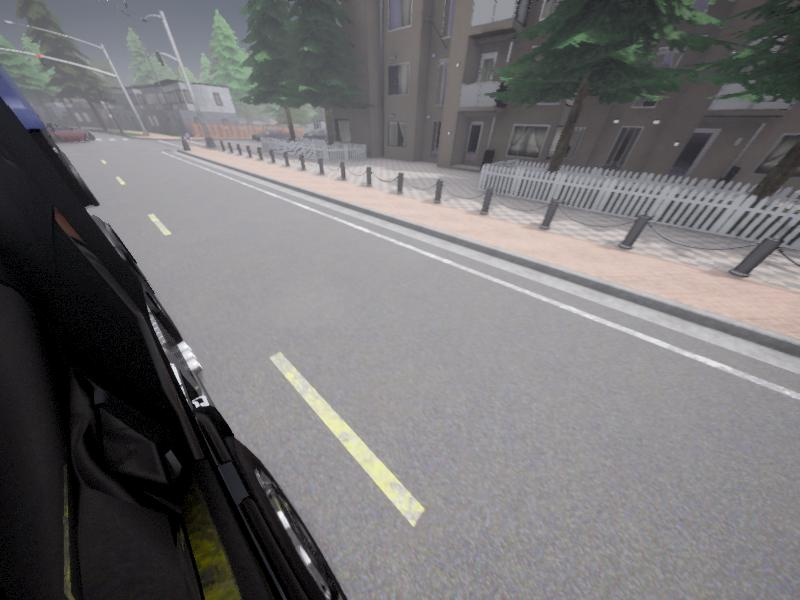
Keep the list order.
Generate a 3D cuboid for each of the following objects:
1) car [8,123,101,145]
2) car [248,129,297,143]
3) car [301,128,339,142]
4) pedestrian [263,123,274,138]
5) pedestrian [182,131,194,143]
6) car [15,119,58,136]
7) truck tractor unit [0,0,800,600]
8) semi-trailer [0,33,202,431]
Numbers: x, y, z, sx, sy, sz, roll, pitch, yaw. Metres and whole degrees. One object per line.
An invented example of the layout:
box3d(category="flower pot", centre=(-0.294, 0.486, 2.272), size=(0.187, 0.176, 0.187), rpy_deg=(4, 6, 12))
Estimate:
box3d(category="car", centre=(-30.354, -14.804, 20.561), size=(1.994, 1.385, 4.181), rpy_deg=(2, 37, -2))
box3d(category="car", centre=(-17.382, -22.576, 31.766), size=(2.033, 1.411, 5.357), rpy_deg=(30, 45, 32))
box3d(category="car", centre=(-12.435, -25.707, 36.076), size=(2.152, 1.651, 5.027), rpy_deg=(30, 45, 32))
box3d(category="pedestrian", centre=(-20.498, -26.443, 36.092), size=(0.751, 1.860, 0.751), rpy_deg=(31, 45, 33))
box3d(category="pedestrian", centre=(-23.127, -17.789, 25.196), size=(0.500, 1.100, 0.500), rpy_deg=(29, 44, 31))
box3d(category="car", centre=(-42.713, -20.263, 27.142), size=(4.181, 1.385, 1.994), rpy_deg=(24, 42, 26))
box3d(category="truck tractor unit", centre=(-2.645, -0.295, 0.352), size=(6.516, 4.208, 3.053), rpy_deg=(28, 44, 30))
box3d(category="semi-trailer", centre=(-8.742, -3.562, 4.202), size=(14.254, 4.402, 2.717), rpy_deg=(27, 43, 29))
